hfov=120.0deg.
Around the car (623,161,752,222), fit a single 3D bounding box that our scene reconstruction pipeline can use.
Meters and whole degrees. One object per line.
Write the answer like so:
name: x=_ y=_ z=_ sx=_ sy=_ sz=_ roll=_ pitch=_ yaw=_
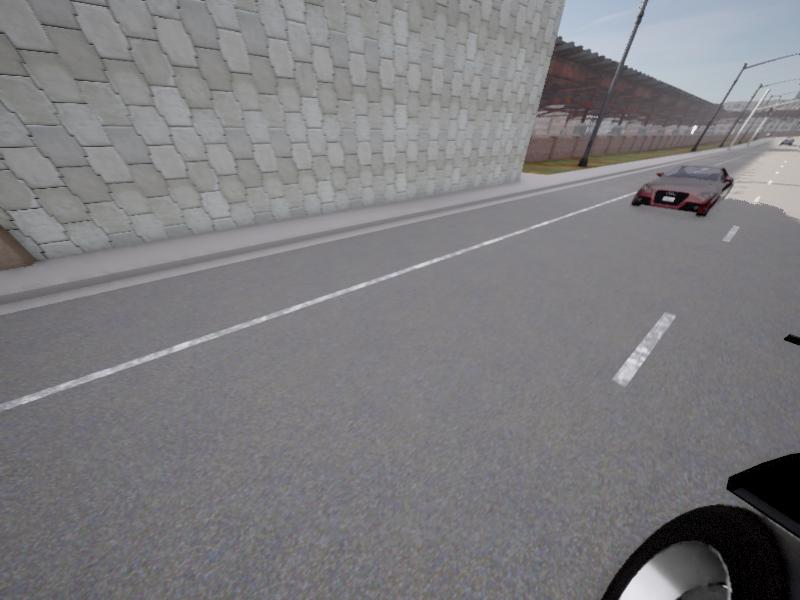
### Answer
car: x=10.690 y=-4.211 z=8.602 sx=4.181 sy=1.385 sz=1.994 roll=-22 pitch=41 yaw=-28
